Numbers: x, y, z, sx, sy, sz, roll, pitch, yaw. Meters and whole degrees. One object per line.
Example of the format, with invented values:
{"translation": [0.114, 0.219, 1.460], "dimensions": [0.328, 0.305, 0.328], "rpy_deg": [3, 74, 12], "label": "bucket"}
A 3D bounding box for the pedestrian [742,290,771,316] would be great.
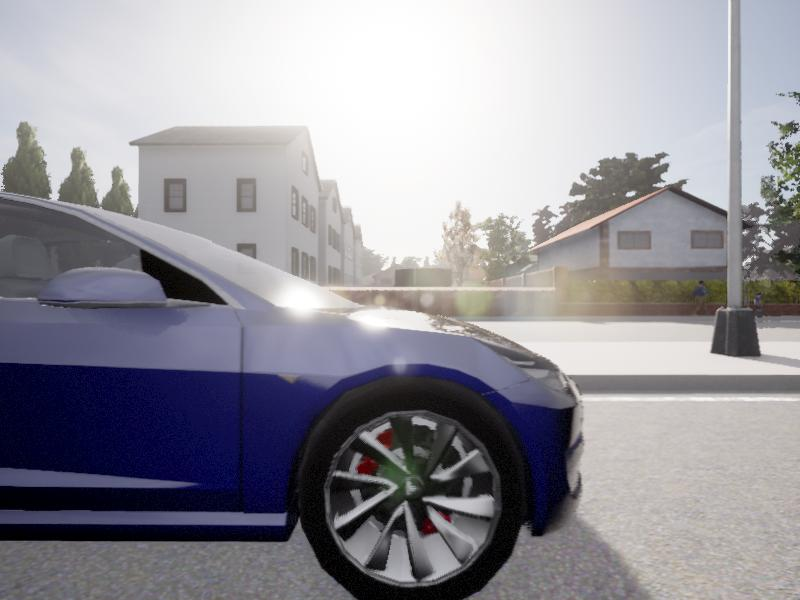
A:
{"translation": [17.670, 0.152, 19.826], "dimensions": [0.751, 1.300, 0.751], "rpy_deg": [0, 0, 1], "label": "pedestrian"}

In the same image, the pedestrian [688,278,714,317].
{"translation": [14.855, -0.126, 19.744], "dimensions": [0.751, 1.860, 0.751], "rpy_deg": [0, 0, 2], "label": "pedestrian"}

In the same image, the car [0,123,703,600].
{"translation": [-1.553, 0.253, 2.195], "dimensions": [4.792, 1.488, 2.163], "rpy_deg": [0, 0, 0], "label": "car"}
